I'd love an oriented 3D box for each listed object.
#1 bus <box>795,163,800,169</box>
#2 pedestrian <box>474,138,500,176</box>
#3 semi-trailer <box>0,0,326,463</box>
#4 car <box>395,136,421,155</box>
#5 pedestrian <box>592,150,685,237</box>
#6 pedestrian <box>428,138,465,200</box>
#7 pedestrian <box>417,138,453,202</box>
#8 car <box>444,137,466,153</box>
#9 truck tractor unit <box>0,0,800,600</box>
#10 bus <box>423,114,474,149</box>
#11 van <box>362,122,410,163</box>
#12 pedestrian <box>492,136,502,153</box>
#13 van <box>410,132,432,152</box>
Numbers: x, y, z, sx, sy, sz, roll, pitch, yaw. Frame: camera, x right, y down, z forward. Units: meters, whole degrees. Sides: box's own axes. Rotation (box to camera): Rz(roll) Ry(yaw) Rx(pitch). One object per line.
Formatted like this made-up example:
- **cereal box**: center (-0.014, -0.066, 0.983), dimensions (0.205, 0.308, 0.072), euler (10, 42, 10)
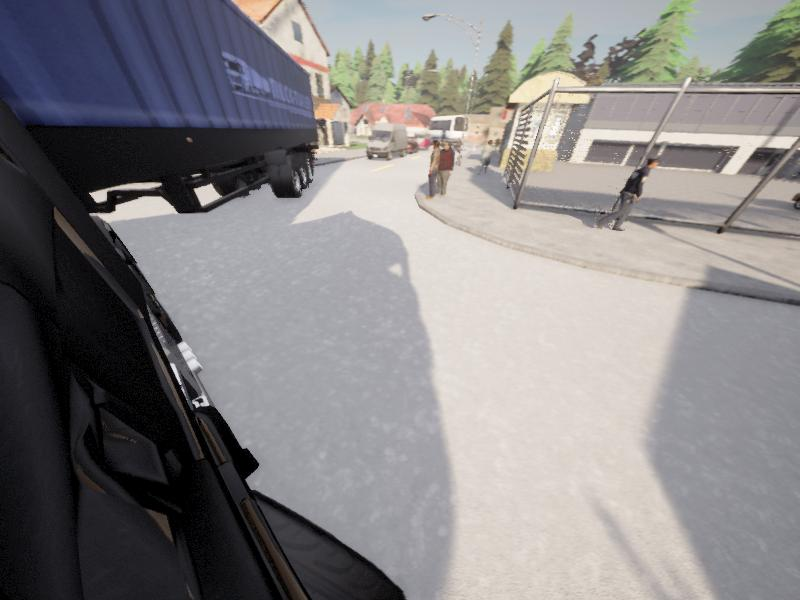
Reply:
- **bus**: center (57.512, -17.291, 27.185), dimensions (10.273, 4.253, 3.944), euler (11, 37, 11)
- **pedestrian**: center (5.080, -8.423, 13.624), dimensions (0.751, 1.860, 0.751), euler (31, 45, 33)
- **semi-trailer**: center (-4.760, -4.722, 6.030), dimensions (2.717, 4.402, 14.254), euler (-2, 37, -6)
- **car**: center (0.940, -17.242, 25.763), dimensions (1.789, 1.549, 3.705), euler (13, 38, 13)
- **pedestrian**: center (5.972, -2.716, 5.959), dimensions (0.751, 1.860, 0.751), euler (17, 39, 19)
- **pedestrian**: center (1.650, -4.794, 8.494), dimensions (0.751, 1.860, 0.751), euler (-22, 43, -29)
- **pedestrian**: center (1.187, -4.567, 8.157), dimensions (0.751, 1.860, 0.751), euler (27, 43, 29)
- **car**: center (7.773, -21.589, 32.121), dimensions (2.128, 1.511, 4.902), euler (13, 38, 14)
- **truck tractor unit**: center (-2.645, -0.295, 0.351), dimensions (6.516, 4.208, 3.053), euler (28, 44, 30)
- **bus**: center (8.014, -29.464, 40.482), dimensions (3.944, 4.253, 10.273), euler (-8, 38, -15)
- **van**: center (-1.022, -13.980, 20.396), dimensions (1.988, 2.561, 5.915), euler (13, 38, 14)
- **pedestrian**: center (13.201, -21.166, 31.371), dimensions (0.751, 1.860, 0.751), euler (15, 38, 16)
- **van**: center (2.853, -20.850, 30.402), dimensions (1.775, 1.987, 4.442), euler (12, 38, 12)
